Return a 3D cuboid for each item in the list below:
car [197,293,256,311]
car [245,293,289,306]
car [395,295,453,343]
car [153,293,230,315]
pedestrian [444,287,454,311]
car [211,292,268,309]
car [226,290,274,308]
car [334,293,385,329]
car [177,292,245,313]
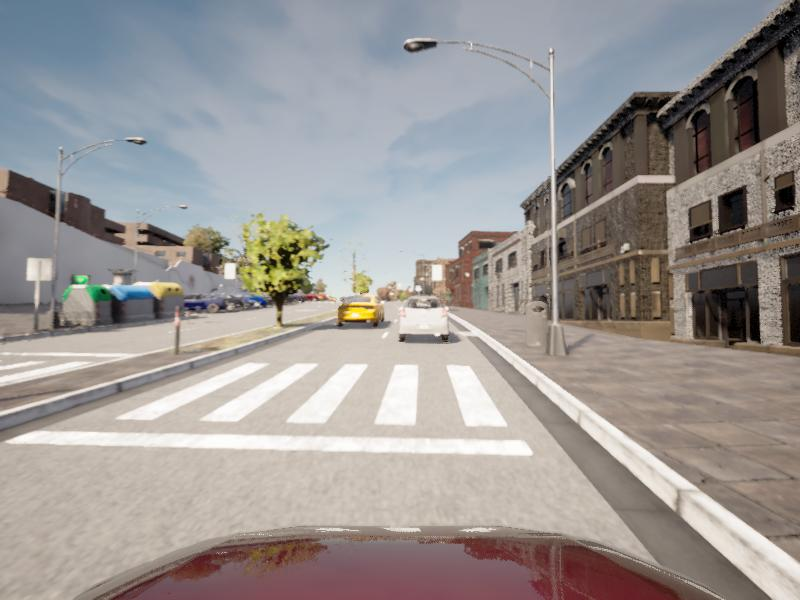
[{"bbox_3d":[-15.500,0.142,35.986,4.674,1.452,2.002,-1,1,-20],"label":"car"},{"bbox_3d":[-15.889,-0.120,47.783,4.892,1.521,2.231,-1,1,-22],"label":"car"},{"bbox_3d":[0.858,0.578,14.522,1.845,1.501,3.633,0,1,3],"label":"car"},{"bbox_3d":[-15.492,0.250,30.062,4.792,1.488,2.163,-1,1,-19],"label":"car"},{"bbox_3d":[3.870,-0.070,31.690,0.751,1.860,0.751,0,-3,2],"label":"pedestrian"},{"bbox_3d":[-15.550,0.044,38.934,5.008,1.535,2.097,-1,1,-21],"label":"car"},{"bbox_3d":[-15.672,-0.137,41.873,4.553,1.767,2.185,-1,1,-21],"label":"car"},{"bbox_3d":[-1.886,0.458,20.205,1.882,1.535,5.008,0,1,2],"label":"car"},{"bbox_3d":[-15.459,0.160,33.028,4.892,1.521,2.231,-1,2,-20],"label":"car"}]
